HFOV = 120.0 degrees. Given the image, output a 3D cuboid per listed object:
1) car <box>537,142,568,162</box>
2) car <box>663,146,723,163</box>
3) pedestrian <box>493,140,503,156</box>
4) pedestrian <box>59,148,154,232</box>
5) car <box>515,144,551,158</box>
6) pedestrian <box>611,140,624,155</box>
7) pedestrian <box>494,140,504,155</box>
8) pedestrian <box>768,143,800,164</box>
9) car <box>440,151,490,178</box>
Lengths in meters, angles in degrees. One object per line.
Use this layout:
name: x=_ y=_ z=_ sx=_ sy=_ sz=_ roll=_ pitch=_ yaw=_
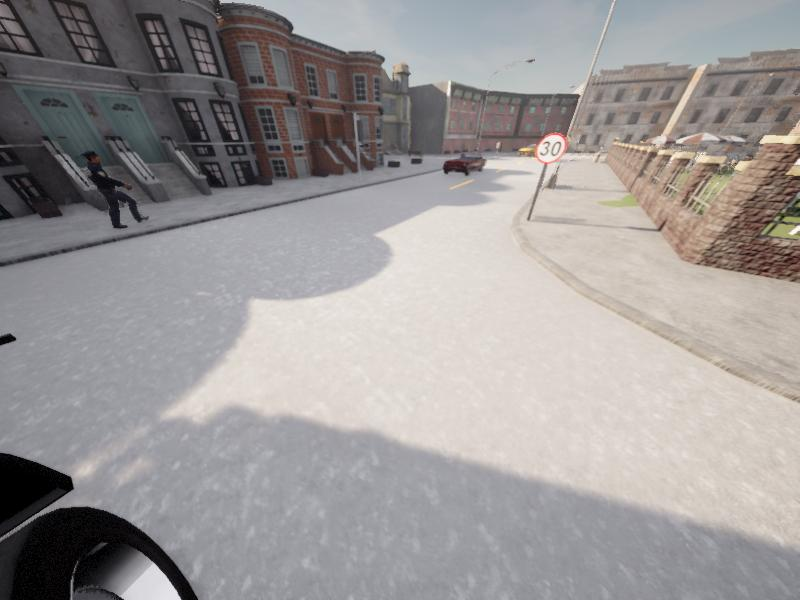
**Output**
car: x=18.172 y=-17.693 z=27.496 sx=1.932 sy=1.855 sz=4.605 roll=24 pitch=41 yaw=30
car: x=34.490 y=-17.282 z=27.386 sx=3.806 sy=1.475 sz=1.970 roll=20 pitch=40 yaw=26
pedestrian: x=13.511 y=-20.934 z=31.855 sx=0.751 sy=1.860 sz=0.751 roll=20 pitch=40 yaw=25
pedestrian: x=-7.633 y=-2.898 z=6.122 sx=0.751 sy=1.860 sz=0.751 roll=28 pitch=43 yaw=33
car: x=19.122 y=-21.485 z=33.182 sx=5.008 sy=1.535 sz=1.882 roll=-20 pitch=40 yaw=-26
pedestrian: x=34.058 y=-23.904 z=36.219 sx=0.751 sy=1.860 sz=0.751 roll=27 pitch=43 yaw=32
pedestrian: x=14.962 y=-23.066 z=34.888 sx=0.751 sy=1.860 sz=0.751 roll=-26 pitch=43 yaw=-32
pedestrian: x=42.230 y=-16.119 z=25.420 sx=0.751 sy=1.860 sz=0.751 roll=10 pitch=36 yaw=13
car: x=5.019 y=-10.396 z=17.560 sx=1.895 sy=1.301 sz=4.718 roll=21 pitch=40 yaw=27
